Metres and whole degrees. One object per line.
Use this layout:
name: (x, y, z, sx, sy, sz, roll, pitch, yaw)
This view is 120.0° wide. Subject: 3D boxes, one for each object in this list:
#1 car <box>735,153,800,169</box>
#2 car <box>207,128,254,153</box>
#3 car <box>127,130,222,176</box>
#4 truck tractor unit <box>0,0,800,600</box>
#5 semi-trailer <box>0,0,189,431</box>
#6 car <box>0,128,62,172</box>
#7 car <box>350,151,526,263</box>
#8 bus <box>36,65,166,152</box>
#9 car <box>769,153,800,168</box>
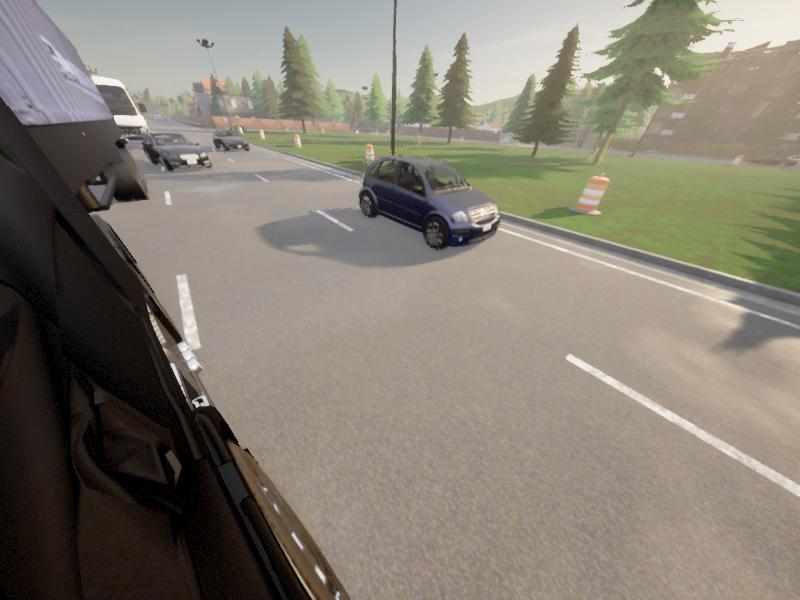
car: (47.746, -18.146, 30.045, 1.895, 1.301, 4.718, -25, 45, -32)
car: (-14.442, -13.545, 19.613, 4.193, 1.474, 1.816, 32, 45, 33)
car: (-11.751, -7.758, 12.014, 4.902, 1.511, 2.128, 28, 43, 30)
truck tractor unit: (-2.645, -0.295, 0.351, 6.516, 4.208, 3.053, 28, 44, 30)
semi-trailer: (-8.116, -3.950, 4.723, 2.717, 4.402, 14.254, -27, 46, -33)
car: (-18.418, -7.085, 10.789, 1.994, 1.385, 4.181, -25, 45, -32)
car: (0.610, -2.709, 5.992, 1.851, 1.617, 3.988, -25, 45, -32)
bus: (-23.037, -15.139, 18.858, 3.944, 4.253, 10.273, -25, 45, -32)
car: (52.087, -18.251, 30.275, 1.845, 1.501, 3.633, -25, 45, -32)
